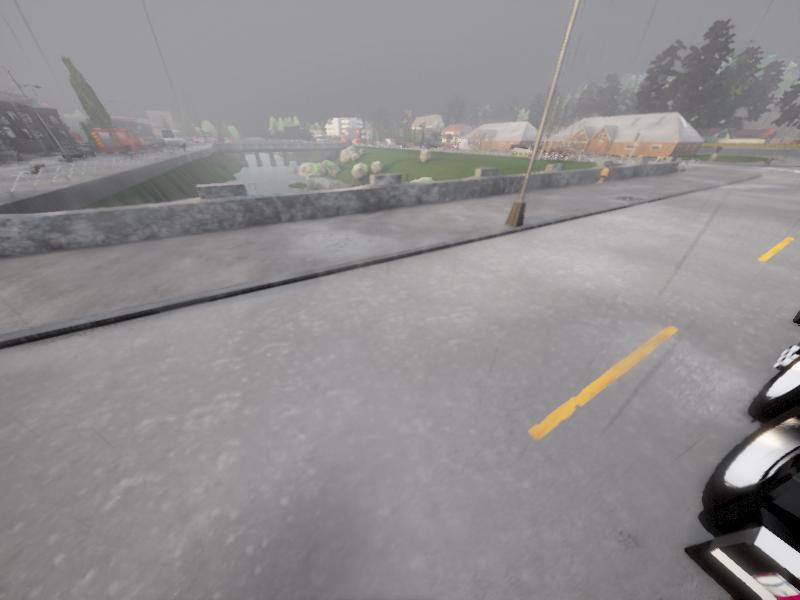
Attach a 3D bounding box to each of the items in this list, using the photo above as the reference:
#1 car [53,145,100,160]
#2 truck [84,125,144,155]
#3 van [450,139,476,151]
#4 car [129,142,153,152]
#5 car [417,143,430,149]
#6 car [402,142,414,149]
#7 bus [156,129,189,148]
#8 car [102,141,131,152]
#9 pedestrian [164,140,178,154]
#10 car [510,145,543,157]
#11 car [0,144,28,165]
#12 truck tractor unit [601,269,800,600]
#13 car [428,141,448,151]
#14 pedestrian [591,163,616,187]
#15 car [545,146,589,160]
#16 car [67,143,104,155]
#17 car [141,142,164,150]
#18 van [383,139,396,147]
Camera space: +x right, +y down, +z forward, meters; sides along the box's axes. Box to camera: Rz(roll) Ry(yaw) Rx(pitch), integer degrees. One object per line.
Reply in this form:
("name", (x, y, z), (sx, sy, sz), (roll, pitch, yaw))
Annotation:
("car", (-40.942, -18.844, 29.429), (1.816, 1.474, 4.193), (-17, 38, -23))
("truck", (-47.800, -27.080, 39.142), (2.891, 3.827, 8.468), (-17, 38, -23))
("van", (15.457, -38.267, 57.023), (2.351, 2.431, 6.366), (-17, 38, -23))
("car", (-52.551, -31.131, 46.975), (1.816, 1.474, 4.193), (-17, 38, -23))
("car", (6.979, -46.847, 70.112), (1.816, 1.474, 4.193), (-17, 38, -23))
("car", (2.362, -46.961, 70.186), (1.851, 1.617, 3.988), (-17, 38, -23))
("bus", (-68.042, -48.524, 69.406), (3.944, 4.253, 10.273), (-17, 38, -23))
("car", (-56.769, -30.865, 46.418), (1.930, 1.638, 5.238), (-17, 38, -23))
("pedestrian", (-36.632, -24.458, 36.977), (0.751, 1.860, 0.751), (-17, 39, -23))
("car", (22.029, -26.136, 40.435), (2.007, 1.525, 4.514), (-17, 38, -23))
("car", (-41.812, -15.022, 23.812), (1.851, 1.617, 3.988), (-17, 38, -23))
("truck tractor unit", (5.119, -0.292, 0.772), (6.516, 4.208, 3.053), (-18, 39, -24))
("car", (9.599, -39.515, 59.093), (2.150, 2.045, 5.566), (-17, 39, -23))
("pedestrian", (11.583, -7.125, 13.164), (0.500, 1.100, 0.500), (-17, 39, -24))
("car", (25.410, -22.597, 35.370), (1.882, 1.535, 5.008), (-17, 38, -23))
("car", (-50.793, -24.493, 37.412), (1.851, 1.617, 3.988), (-17, 38, -23))
("car", (-56.367, -35.215, 52.718), (2.038, 1.542, 4.974), (-17, 38, -23))
("van", (-3.968, -58.842, 86.411), (2.351, 2.431, 6.366), (-17, 38, -23))
